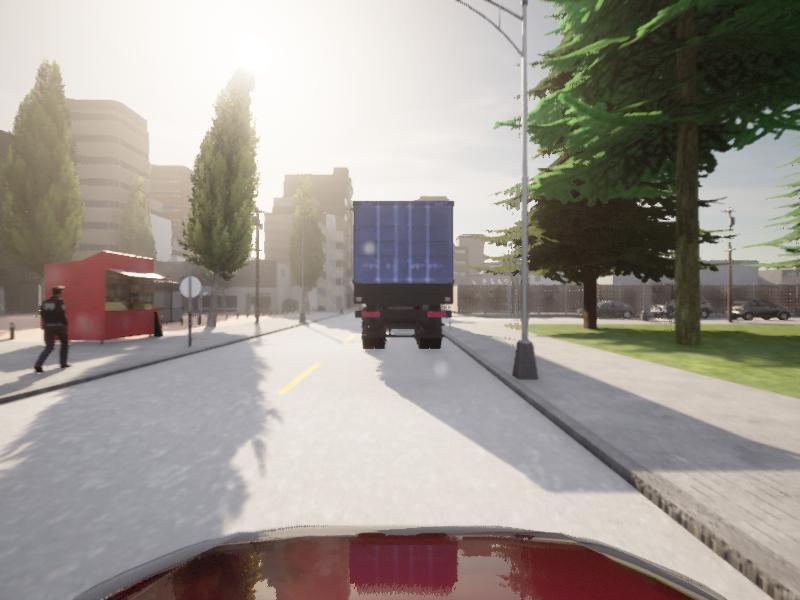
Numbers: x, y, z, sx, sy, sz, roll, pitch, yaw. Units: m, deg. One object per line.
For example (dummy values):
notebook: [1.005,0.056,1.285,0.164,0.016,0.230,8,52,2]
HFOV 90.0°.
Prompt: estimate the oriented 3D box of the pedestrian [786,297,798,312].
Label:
pedestrian: [48.336,0.552,49.356,0.751,1.860,0.751,0,0,-2]

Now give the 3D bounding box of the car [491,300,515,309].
car: [17.986,0.785,69.821,3.705,1.547,1.789,0,0,0]

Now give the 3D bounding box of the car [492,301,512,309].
car: [17.759,0.857,69.980,2.033,1.415,5.357,0,0,0]

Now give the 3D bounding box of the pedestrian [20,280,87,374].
pedestrian: [-7.156,0.538,8.306,0.751,1.860,0.751,0,0,-6]

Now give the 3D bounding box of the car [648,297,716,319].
car: [24.687,0.672,35.117,4.605,1.855,1.932,0,0,0]

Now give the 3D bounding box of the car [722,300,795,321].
car: [27.809,0.806,31.122,3.988,1.617,1.851,0,0,0]

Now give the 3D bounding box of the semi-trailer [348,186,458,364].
semi-trailer: [0.029,-0.609,17.017,2.717,4.402,14.254,0,0,0]

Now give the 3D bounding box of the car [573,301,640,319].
car: [18.082,0.864,35.178,4.892,1.490,1.837,0,0,-1]

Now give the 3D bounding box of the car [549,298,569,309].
car: [27.556,0.624,69.474,1.905,1.878,3.866,0,0,0]

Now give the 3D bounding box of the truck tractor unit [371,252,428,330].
truck tractor unit: [-0.026,-0.502,24.933,3.053,4.208,6.516,0,0,0]

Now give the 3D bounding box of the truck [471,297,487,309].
truck: [13.799,0.545,70.141,2.069,2.038,4.478,0,0,0]

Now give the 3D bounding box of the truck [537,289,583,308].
truck: [33.662,-0.312,84.437,8.468,3.827,2.891,0,0,0]
